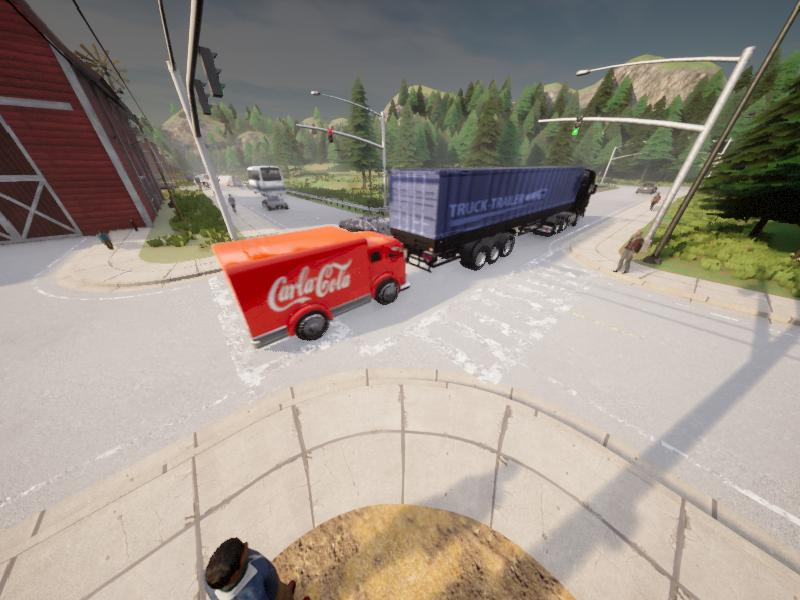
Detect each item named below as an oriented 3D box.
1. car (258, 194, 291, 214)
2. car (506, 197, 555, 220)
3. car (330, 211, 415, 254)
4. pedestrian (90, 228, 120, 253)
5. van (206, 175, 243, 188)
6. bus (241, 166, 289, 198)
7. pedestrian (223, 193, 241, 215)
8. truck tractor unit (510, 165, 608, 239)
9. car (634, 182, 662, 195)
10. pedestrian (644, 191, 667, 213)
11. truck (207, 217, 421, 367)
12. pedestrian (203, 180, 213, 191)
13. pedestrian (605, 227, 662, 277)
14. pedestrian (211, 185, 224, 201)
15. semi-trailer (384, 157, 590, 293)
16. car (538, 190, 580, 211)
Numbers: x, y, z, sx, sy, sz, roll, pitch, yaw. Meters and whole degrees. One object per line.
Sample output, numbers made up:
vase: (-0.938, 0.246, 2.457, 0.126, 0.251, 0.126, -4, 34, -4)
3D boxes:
car: (-13.828, -10.612, 25.358, 1.994, 1.385, 4.181, -22, 37, -33)
car: (12.878, -9.093, 22.651, 5.357, 1.411, 2.033, -23, 37, -34)
car: (-1.722, -4.326, 14.318, 4.902, 1.511, 2.128, 19, 35, 30)
pedestrian: (-15.265, -3.096, 11.966, 0.500, 1.100, 0.500, 15, 33, 25)
van: (-40.039, -27.049, 52.883, 6.366, 2.431, 2.351, 4, 26, 5)
bus: (-22.578, -19.821, 38.423, 3.944, 4.253, 10.273, -22, 37, -33)
pedestrian: (-15.873, -9.073, 21.849, 0.751, 1.860, 0.751, 25, 38, 36)
truck tractor unit: (11.731, -7.523, 17.105, 6.516, 4.208, 3.053, -23, 37, -34)
car: (43.758, -19.712, 40.766, 4.611, 1.667, 2.242, -22, 36, -33)
pedestrian: (25.369, -9.763, 22.992, 0.751, 1.860, 0.751, -18, 34, -28)
truck: (-2.191, -0.802, 7.223, 5.204, 2.467, 2.627, -23, 37, -34)
pedestrian: (-36.089, -21.589, 43.528, 0.751, 1.860, 0.751, 23, 37, 34)
pedestrian: (9.582, -1.988, 9.578, 0.751, 1.860, 0.751, 2, 30, 4)
pedestrian: (-24.675, -14.506, 31.260, 0.751, 1.860, 0.751, -23, 37, -34)
semi-trailer: (5.724, -5.022, 12.599, 14.254, 4.402, 2.717, -23, 37, -34)
car: (18.289, -11.520, 26.578, 4.611, 1.667, 2.242, -23, 37, -34)
